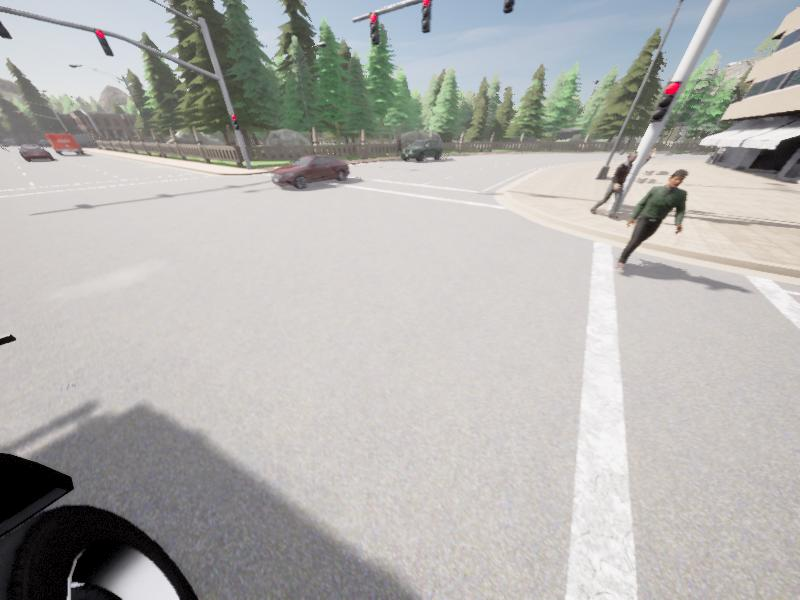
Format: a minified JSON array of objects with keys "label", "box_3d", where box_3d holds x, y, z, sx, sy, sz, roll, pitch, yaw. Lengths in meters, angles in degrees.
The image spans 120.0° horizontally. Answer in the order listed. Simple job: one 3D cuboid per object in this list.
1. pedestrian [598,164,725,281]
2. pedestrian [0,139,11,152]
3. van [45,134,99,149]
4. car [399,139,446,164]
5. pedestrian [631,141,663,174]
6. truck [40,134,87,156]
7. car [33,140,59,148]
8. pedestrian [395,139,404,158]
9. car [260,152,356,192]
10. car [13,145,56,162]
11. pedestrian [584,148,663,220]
[{"label":"pedestrian","box_3d":[4.647,-1.433,4.342,0.751,1.860,0.751,21,40,27]},{"label":"pedestrian","box_3d":[-65.707,-25.459,38.053,0.751,1.860,0.751,23,41,29]},{"label":"van","box_3d":[-69.905,-33.857,49.393,1.988,2.561,5.915,22,40,28]},{"label":"car","box_3d":[2.550,-16.468,25.429,2.150,2.045,5.566,28,44,33]},{"label":"pedestrian","box_3d":[17.034,-9.853,16.007,0.751,1.860,0.751,24,42,30]},{"label":"truck","box_3d":[-49.030,-22.672,33.695,5.204,2.467,2.627,22,41,28]},{"label":"car","box_3d":[-80.585,-35.511,52.605,3.806,1.475,1.970,16,38,21]},{"label":"pedestrian","box_3d":[-0.021,-18.456,28.092,0.751,1.860,0.751,-29,44,-34]},{"label":"car","box_3d":[-4.860,-7.346,13.017,1.812,1.442,4.674,23,42,29]},{"label":"car","box_3d":[-41.392,-16.657,26.163,4.181,1.385,1.994,22,41,28]},{"label":"pedestrian","box_3d":[6.602,-3.471,6.976,0.751,1.860,0.751,-3,35,-5]}]
